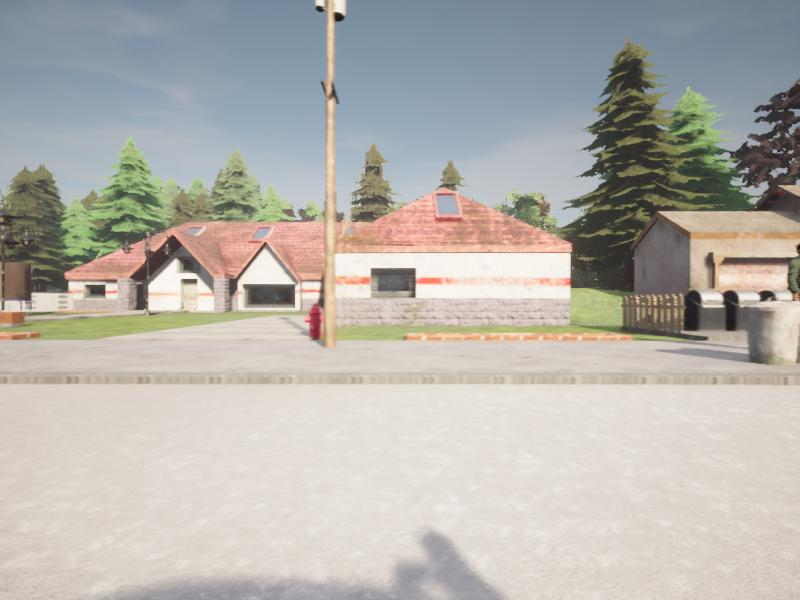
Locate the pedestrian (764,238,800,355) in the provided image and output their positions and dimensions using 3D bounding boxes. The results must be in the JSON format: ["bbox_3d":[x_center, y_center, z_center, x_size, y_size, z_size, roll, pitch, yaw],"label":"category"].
[{"bbox_3d":[6.718,-0.058,6.614,0.751,1.860,0.751,0,0,-14],"label":"pedestrian"}]
